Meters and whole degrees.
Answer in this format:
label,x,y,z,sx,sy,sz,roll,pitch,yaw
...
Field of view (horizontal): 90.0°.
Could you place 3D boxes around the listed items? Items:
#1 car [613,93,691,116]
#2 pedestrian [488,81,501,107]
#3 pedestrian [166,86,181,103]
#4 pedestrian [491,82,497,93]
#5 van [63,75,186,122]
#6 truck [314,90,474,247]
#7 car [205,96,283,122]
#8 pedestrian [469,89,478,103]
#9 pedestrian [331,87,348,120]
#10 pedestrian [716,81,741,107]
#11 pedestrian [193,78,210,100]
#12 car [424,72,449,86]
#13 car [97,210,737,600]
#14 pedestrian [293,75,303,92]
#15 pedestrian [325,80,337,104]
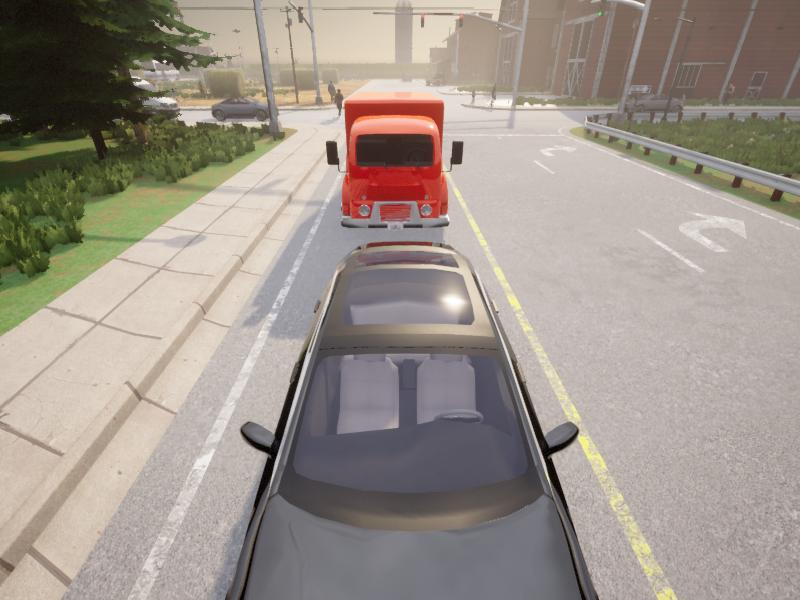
label,x,y,z,sx,sy,sz,roll,pitch,yaw
car,18.377,-14.349,29.308,4.181,1.385,1.994,0,30,0
pedestrian,7.736,-16.920,32.832,0.751,1.860,0.751,7,31,12
pedestrian,-20.808,-18.919,36.790,0.751,1.300,0.751,-23,38,-34
pedestrian,11.306,-25.591,48.189,0.500,1.100,0.500,6,31,10
van,-17.656,-13.101,25.991,5.915,2.561,1.988,0,30,0
truck,-0.136,-3.421,9.426,2.627,2.467,5.204,-1,30,-1
car,-10.154,-12.596,26.288,4.181,1.385,1.994,0,30,0
pedestrian,6.629,-18.383,36.075,0.500,1.100,0.500,-19,35,-29
pedestrian,-3.953,-12.880,26.223,0.751,1.860,0.751,4,31,7
pedestrian,26.757,-16.744,32.578,0.751,1.860,0.751,2,30,3
pedestrian,-19.460,-20.702,39.279,0.751,1.860,0.751,11,32,19
car,6.301,-37.972,68.884,1.905,1.878,3.866,-31,40,-33
car,0.059,0.760,3.240,2.128,1.511,4.902,0,30,0
pedestrian,-13.167,-27.886,51.587,0.751,1.860,0.751,23,37,33
pedestrian,-6.058,-18.403,35.356,0.751,1.860,0.751,-10,32,-17
